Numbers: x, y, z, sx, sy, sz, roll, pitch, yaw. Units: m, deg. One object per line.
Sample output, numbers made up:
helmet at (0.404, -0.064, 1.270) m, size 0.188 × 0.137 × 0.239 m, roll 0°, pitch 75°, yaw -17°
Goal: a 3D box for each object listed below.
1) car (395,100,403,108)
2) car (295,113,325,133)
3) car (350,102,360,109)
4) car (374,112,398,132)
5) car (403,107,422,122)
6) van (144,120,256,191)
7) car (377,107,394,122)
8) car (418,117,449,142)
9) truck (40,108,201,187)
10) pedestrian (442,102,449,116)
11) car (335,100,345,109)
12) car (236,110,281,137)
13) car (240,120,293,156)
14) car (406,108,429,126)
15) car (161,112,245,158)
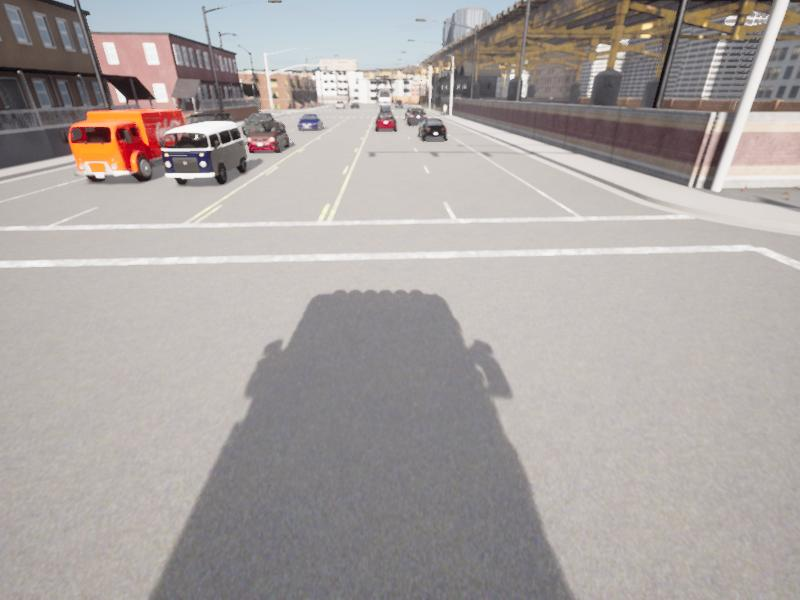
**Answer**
car at (-0.271, -49.200, 100.324) m, size 1.905 × 1.878 × 3.866 m, roll -1°, pitch 27°, yaw -2°
car at (-8.320, -16.582, 37.312) m, size 1.812 × 1.442 × 4.674 m, roll -1°, pitch 27°, yaw -2°
car at (-10.515, -45.524, 93.697) m, size 1.994 × 1.385 × 4.181 m, roll -1°, pitch 27°, yaw -2°
car at (-1.351, -17.042, 38.164) m, size 2.163 × 1.488 × 4.792 m, roll -1°, pitch 27°, yaw -2°
car at (1.613, -24.166, 51.994) m, size 2.128 × 1.511 × 4.902 m, roll -1°, pitch 27°, yaw -2°
van at (-7.486, -5.803, 15.681) m, size 2.069 × 2.038 × 4.480 m, roll -1°, pitch 27°, yaw -2°
car at (-1.842, -23.532, 50.761) m, size 2.128 × 1.511 × 4.902 m, roll -1°, pitch 27°, yaw -2°
car at (2.455, -12.984, 30.307) m, size 1.812 × 1.442 × 4.674 m, roll -1°, pitch 27°, yaw -2°
truck at (-10.898, -6.422, 16.419) m, size 2.627 × 2.467 × 5.204 m, roll 0°, pitch 27°, yaw -1°
pedestrian at (6.697, -28.232, 59.137) m, size 0.751 × 1.860 × 0.751 m, roll -1°, pitch 27°, yaw -1°
car at (-14.021, -45.775, 93.657) m, size 1.932 × 1.855 × 4.605 m, roll -1°, pitch 27°, yaw -2°
car at (-11.673, -14.763, 33.389) m, size 2.097 × 1.767 × 4.553 m, roll -1°, pitch 27°, yaw -2°
car at (-7.797, -9.698, 23.737) m, size 1.851 × 1.617 × 3.988 m, roll -1°, pitch 27°, yaw -2°
car at (1.894, -20.525, 44.735) m, size 2.242 × 1.667 × 4.611 m, roll -1°, pitch 27°, yaw -2°
car at (-11.270, -9.824, 23.504) m, size 2.150 × 2.045 × 5.566 m, roll -1°, pitch 27°, yaw -2°
